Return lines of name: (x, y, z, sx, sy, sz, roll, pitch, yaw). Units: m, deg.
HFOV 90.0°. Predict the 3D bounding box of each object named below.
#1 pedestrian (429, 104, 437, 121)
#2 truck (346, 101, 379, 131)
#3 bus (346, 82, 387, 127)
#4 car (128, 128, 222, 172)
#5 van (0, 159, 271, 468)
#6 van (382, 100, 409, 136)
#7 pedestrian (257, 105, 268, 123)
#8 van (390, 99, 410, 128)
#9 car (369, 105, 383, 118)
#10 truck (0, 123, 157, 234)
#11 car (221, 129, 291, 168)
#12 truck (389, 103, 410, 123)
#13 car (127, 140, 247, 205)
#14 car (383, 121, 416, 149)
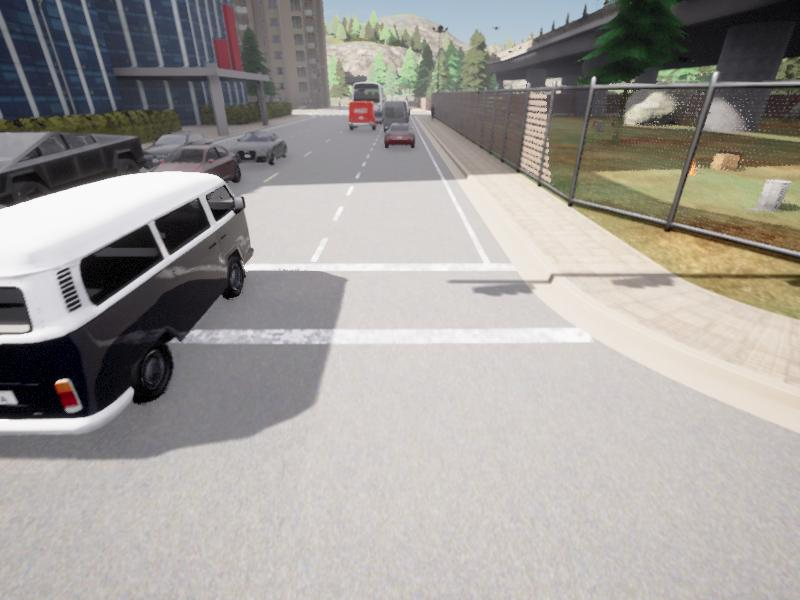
pedestrian: (3.934, -22.494, 48.049, 0.751, 1.860, 0.751, 8, 28, 15)
truck: (-3.538, -17.797, 38.591, 2.627, 2.467, 5.204, 0, 27, 0)
bus: (-3.670, -23.100, 46.999, 3.944, 4.253, 10.273, 0, 28, 0)
car: (-10.514, -7.271, 19.180, 1.812, 1.442, 4.674, 0, 27, 0)
van: (-3.497, -0.408, 5.187, 2.069, 2.038, 4.480, 0, 28, 0)
van: (-0.300, -16.080, 35.175, 1.988, 2.561, 5.915, 2, 27, 3)
pedestrian: (-15.489, -20.988, 45.093, 0.751, 1.860, 0.751, 0, 27, -1)
van: (-0.040, -19.899, 42.626, 1.988, 2.561, 5.915, 0, 27, 0)
car: (-3.563, -28.140, 59.748, 1.801, 1.575, 5.366, 0, 27, 0)
truck: (-10.506, -3.977, 12.036, 2.390, 2.098, 6.274, 0, 27, 0)
car: (-7.024, -7.665, 20.034, 1.994, 1.385, 4.181, 0, 27, -1)
truck: (-0.053, -23.543, 50.218, 2.390, 2.098, 6.274, 0, 27, 0)
car: (-7.007, -4.519, 13.781, 1.816, 1.474, 4.193, 0, 27, 0)
car: (-0.024, -11.028, 26.602, 1.994, 1.385, 4.181, 0, 27, 0)
